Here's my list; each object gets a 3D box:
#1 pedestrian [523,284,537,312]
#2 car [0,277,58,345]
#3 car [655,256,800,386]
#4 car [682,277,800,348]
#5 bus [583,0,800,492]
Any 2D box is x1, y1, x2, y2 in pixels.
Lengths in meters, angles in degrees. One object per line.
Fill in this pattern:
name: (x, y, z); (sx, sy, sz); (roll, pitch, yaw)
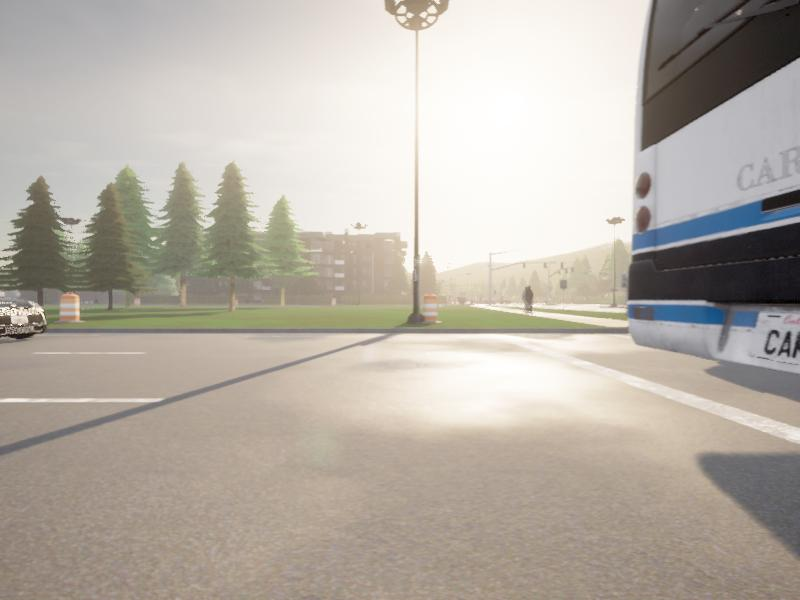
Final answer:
pedestrian: (8.752, -0.107, 26.939); (0.751, 1.860, 0.751); (0, 0, 1)
car: (-10.580, 0.242, 9.150); (3.806, 1.475, 1.970); (0, 0, -1)
car: (6.787, 0.243, 5.736); (4.902, 1.511, 2.128); (0, 0, 0)
car: (9.254, 0.263, 9.240); (4.193, 1.474, 1.816); (0, 0, 0)
bus: (7.133, -1.131, 2.350); (10.273, 4.253, 3.944); (1, 0, 0)
